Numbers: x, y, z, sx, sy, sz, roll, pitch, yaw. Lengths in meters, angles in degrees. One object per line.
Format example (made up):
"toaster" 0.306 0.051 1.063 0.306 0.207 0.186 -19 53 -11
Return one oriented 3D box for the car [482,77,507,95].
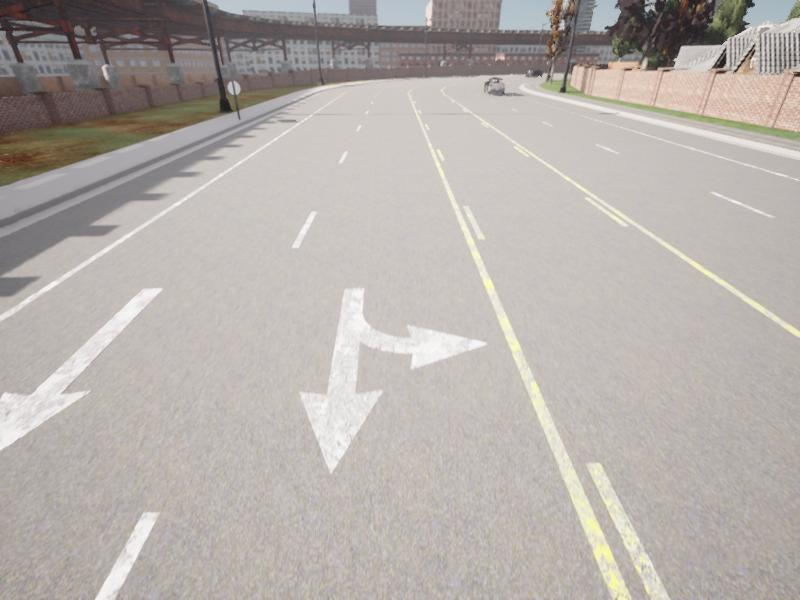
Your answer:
"car" 9.911 -22.561 42.139 1.845 1.501 3.633 1 31 1
